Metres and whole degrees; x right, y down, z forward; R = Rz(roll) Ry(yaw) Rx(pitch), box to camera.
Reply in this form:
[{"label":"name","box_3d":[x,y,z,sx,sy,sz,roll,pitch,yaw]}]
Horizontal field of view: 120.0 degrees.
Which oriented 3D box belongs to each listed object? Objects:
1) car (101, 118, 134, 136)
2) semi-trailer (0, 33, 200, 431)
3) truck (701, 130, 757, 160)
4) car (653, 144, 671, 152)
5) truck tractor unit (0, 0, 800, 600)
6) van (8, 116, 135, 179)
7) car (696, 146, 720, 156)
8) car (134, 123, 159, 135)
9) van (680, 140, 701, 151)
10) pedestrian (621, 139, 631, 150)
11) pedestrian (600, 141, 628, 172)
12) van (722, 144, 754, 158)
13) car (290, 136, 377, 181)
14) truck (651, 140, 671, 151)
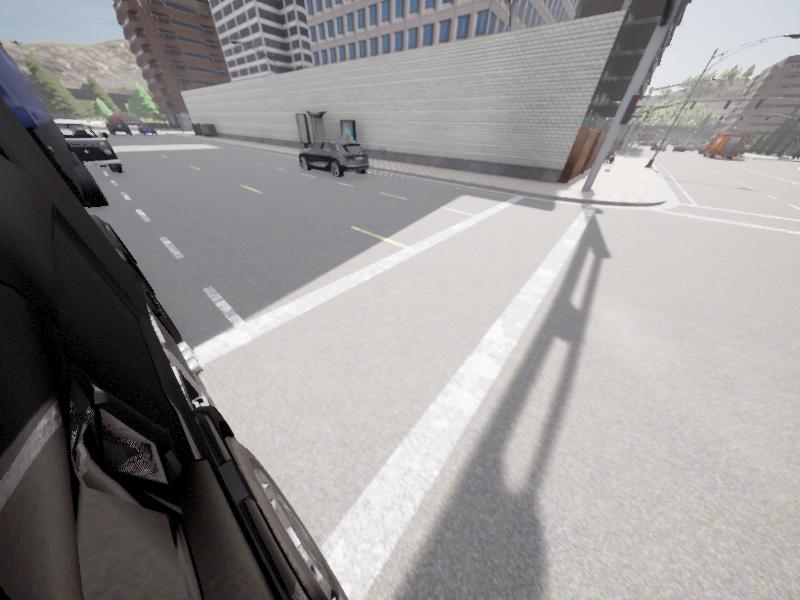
[{"label":"car","box_3d":[-44.096,-27.036,36.037,5.566,2.045,2.150,28,44,30]},{"label":"semi-trailer","box_3d":[-8.658,-3.607,4.303,14.254,4.402,2.717,28,44,31]},{"label":"truck","box_3d":[56.297,-26.866,39.944,2.891,3.827,8.468,28,44,30]},{"label":"car","box_3d":[60.453,-35.149,53.417,2.033,1.411,5.357,28,44,30]},{"label":"truck tractor unit","box_3d":[-2.645,-0.295,0.351,6.516,4.208,3.053,28,44,30]},{"label":"van","box_3d":[-14.896,-6.984,10.535,4.480,2.038,2.069,21,40,26]},{"label":"car","box_3d":[63.808,-30.979,47.963,2.033,1.411,5.357,28,44,30]},{"label":"car","box_3d":[-43.073,-28.987,39.214,4.193,1.474,1.816,28,44,30]},{"label":"van","box_3d":[82.436,-43.923,65.639,2.351,2.431,6.366,28,44,30]},{"label":"pedestrian","box_3d":[49.761,-34.237,50.917,0.751,1.860,0.751,28,44,30]},{"label":"pedestrian","box_3d":[15.759,-10.590,17.048,0.751,1.860,0.751,25,42,27]},{"label":"van","box_3d":[64.880,-28.735,44.460,2.069,2.038,4.480,28,44,30]},{"label":"car","box_3d":[-3.763,-8.065,12.953,4.856,1.649,2.033,28,43,30]},{"label":"truck","box_3d":[66.200,-39.288,58.751,2.390,2.098,6.274,28,44,30]}]
